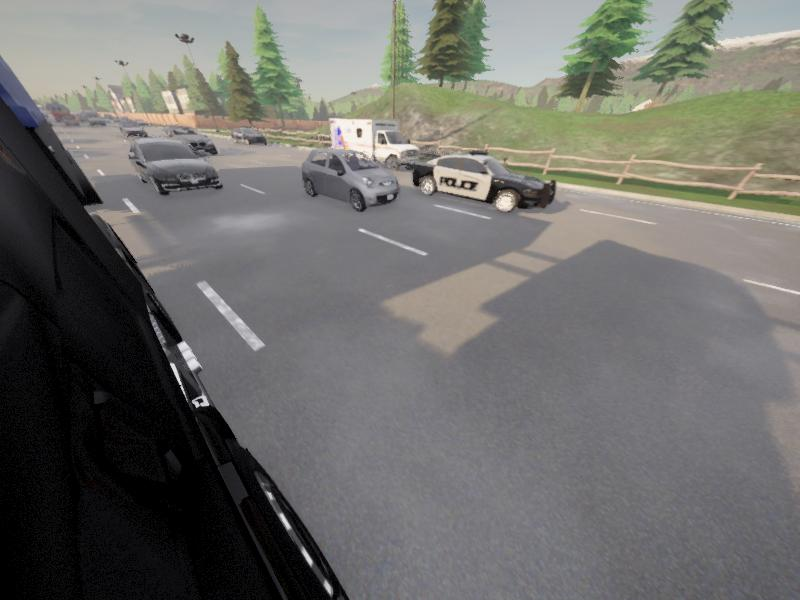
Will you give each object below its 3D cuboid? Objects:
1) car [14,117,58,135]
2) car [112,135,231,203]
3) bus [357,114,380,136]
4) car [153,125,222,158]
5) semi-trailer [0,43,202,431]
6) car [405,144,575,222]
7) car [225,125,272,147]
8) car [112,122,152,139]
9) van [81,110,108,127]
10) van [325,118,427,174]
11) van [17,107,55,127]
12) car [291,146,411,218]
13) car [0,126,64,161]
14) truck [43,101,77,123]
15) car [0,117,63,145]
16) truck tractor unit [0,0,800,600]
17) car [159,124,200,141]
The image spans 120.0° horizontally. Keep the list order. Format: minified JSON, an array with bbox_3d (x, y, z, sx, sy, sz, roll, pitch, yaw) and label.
[{"bbox_3d":[-42.471,-20.405,27.022,4.792,1.488,2.163,28,44,30],"label":"car"},{"bbox_3d":[-8.640,-5.120,8.686,4.892,1.490,1.837,29,44,29],"label":"car"},{"bbox_3d":[-8.497,-48.266,63.840,3.944,4.253,10.273,7,37,5],"label":"bus"},{"bbox_3d":[-15.257,-11.462,16.591,4.611,1.667,2.242,28,44,30],"label":"car"},{"bbox_3d":[-8.704,-3.599,4.226,14.254,4.402,2.717,28,44,30],"label":"semi-trailer"},{"bbox_3d":[2.856,-4.538,8.481,5.238,1.638,1.930,28,44,30],"label":"car"},{"bbox_3d":[-16.003,-17.338,24.390,5.238,1.638,1.930,28,44,30],"label":"car"},{"bbox_3d":[-31.974,-20.262,27.532,5.357,1.411,2.033,28,44,30],"label":"car"},{"bbox_3d":[-60.771,-36.082,45.912,5.915,2.561,1.988,28,44,30],"label":"van"},{"bbox_3d":[-1.693,-10.028,14.862,6.366,2.431,2.351,28,44,30],"label":"van"},{"bbox_3d":[-60.840,-30.585,38.684,6.366,2.431,2.351,28,44,30],"label":"van"},{"bbox_3d":[-1.668,-4.158,7.799,3.633,1.501,1.845,28,44,30],"label":"car"},{"bbox_3d":[-21.885,-9.127,13.335,4.181,1.385,1.994,24,42,26],"label":"car"},{"bbox_3d":[-81.989,-45.177,55.671,8.468,3.827,2.891,28,44,30],"label":"truck"},{"bbox_3d":[-30.780,-14.231,19.385,5.027,1.651,2.152,28,44,30],"label":"car"},{"bbox_3d":[-2.645,-0.295,0.352,6.516,4.208,3.053,28,44,30],"label":"truck tractor unit"},{"bbox_3d":[-26.308,-19.986,27.504,5.357,1.411,2.033,28,44,30],"label":"car"}]
